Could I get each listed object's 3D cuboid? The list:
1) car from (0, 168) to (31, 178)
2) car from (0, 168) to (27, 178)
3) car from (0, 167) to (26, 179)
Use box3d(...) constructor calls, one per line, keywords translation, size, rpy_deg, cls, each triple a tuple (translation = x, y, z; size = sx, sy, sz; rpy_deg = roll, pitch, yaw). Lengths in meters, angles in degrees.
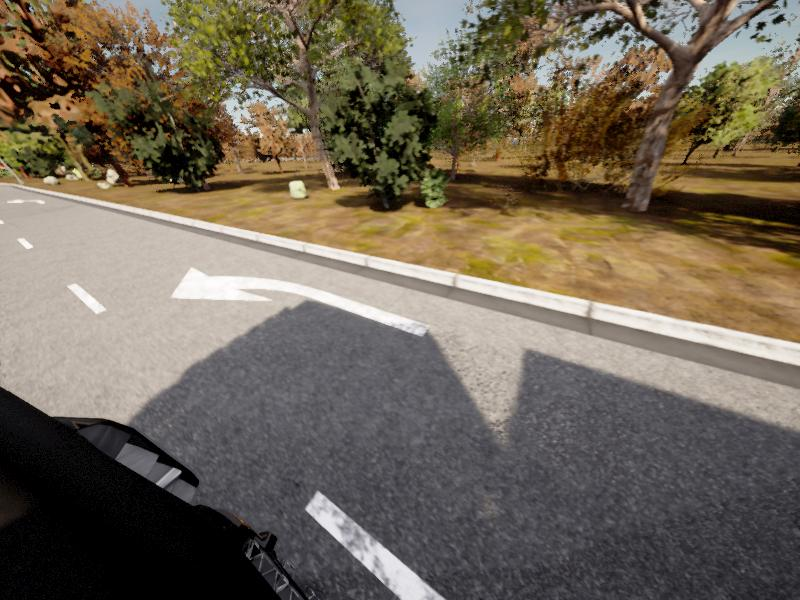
box3d(translation=(-88.415, -28.471, 51.996), size=(1.946, 1.575, 5.366), rpy_deg=(7, 35, 15), cls="car")
box3d(translation=(-86.099, -27.573, 50.237), size=(2.185, 1.767, 4.553), rpy_deg=(7, 35, 15), cls="car")
box3d(translation=(-83.727, -26.738, 48.610), size=(1.878, 1.987, 4.442), rpy_deg=(7, 35, 15), cls="car")
